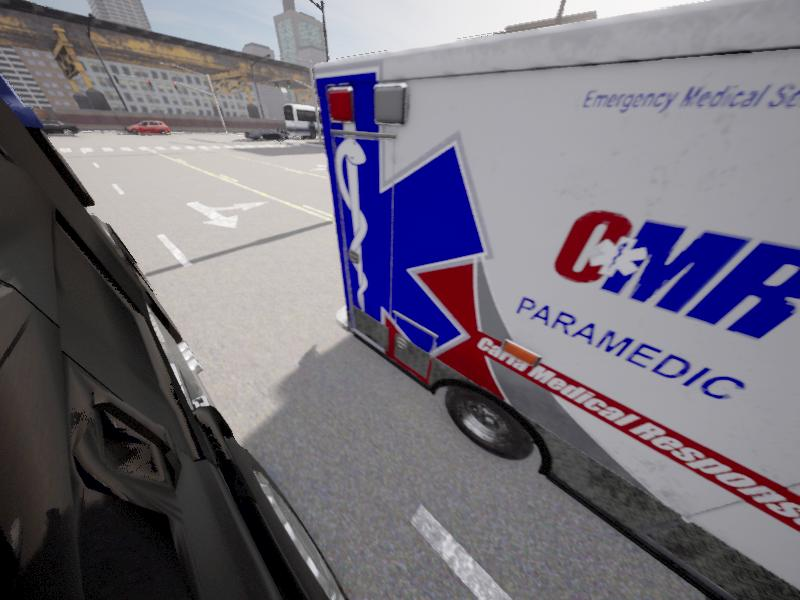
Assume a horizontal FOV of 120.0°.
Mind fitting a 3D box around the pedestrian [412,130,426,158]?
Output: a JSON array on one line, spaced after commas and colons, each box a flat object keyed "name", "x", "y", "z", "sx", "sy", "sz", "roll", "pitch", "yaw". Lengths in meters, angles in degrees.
[{"name": "pedestrian", "x": 1.583, "y": -13.060, "z": 19.327, "sx": 0.751, "sy": 1.860, "sz": 0.751, "roll": 27, "pitch": 43, "yaw": 29}]

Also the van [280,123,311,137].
[{"name": "van", "x": -19.063, "y": -31.106, "z": 42.346, "sx": 1.775, "sy": 1.987, "sz": 4.442, "roll": 28, "pitch": 44, "yaw": 30}]

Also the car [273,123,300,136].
[{"name": "car", "x": -21.623, "y": -32.581, "z": 44.238, "sx": 1.905, "sy": 1.878, "sz": 3.866, "roll": 28, "pitch": 44, "yaw": 30}]

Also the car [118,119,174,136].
[{"name": "car", "x": -34.654, "y": -23.604, "z": 31.638, "sx": 2.242, "sy": 1.667, "sz": 4.611, "roll": 28, "pitch": 44, "yaw": 30}]

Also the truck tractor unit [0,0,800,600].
[{"name": "truck tractor unit", "x": -2.645, "y": -0.295, "z": 0.351, "sx": 6.516, "sy": 4.208, "sz": 3.053, "roll": 28, "pitch": 44, "yaw": 30}]

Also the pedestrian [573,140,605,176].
[{"name": "pedestrian", "x": 11.960, "y": -8.980, "z": 14.664, "sx": 0.751, "sy": 1.860, "sz": 0.751, "roll": 31, "pitch": 45, "yaw": 33}]

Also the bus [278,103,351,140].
[{"name": "bus", "x": -13.628, "y": -29.297, "z": 38.365, "sx": 3.944, "sy": 4.253, "sz": 10.273, "roll": 28, "pitch": 43, "yaw": 30}]

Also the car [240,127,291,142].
[{"name": "car", "x": -17.736, "y": -22.015, "z": 30.784, "sx": 2.033, "sy": 1.411, "sz": 5.357, "roll": 28, "pitch": 44, "yaw": 30}]

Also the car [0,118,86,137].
[{"name": "car", "x": -37.622, "y": -18.258, "z": 24.463, "sx": 1.837, "sy": 1.490, "sz": 4.892, "roll": 28, "pitch": 44, "yaw": 30}]

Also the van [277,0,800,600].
[{"name": "van", "x": 2.407, "y": 0.372, "z": 1.265, "sx": 6.366, "sy": 2.431, "sz": 2.351, "roll": 28, "pitch": 44, "yaw": 30}]

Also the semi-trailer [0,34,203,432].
[{"name": "semi-trailer", "x": -8.785, "y": -3.542, "z": 4.147, "sx": 14.254, "sy": 4.402, "sz": 2.717, "roll": 27, "pitch": 43, "yaw": 29}]
